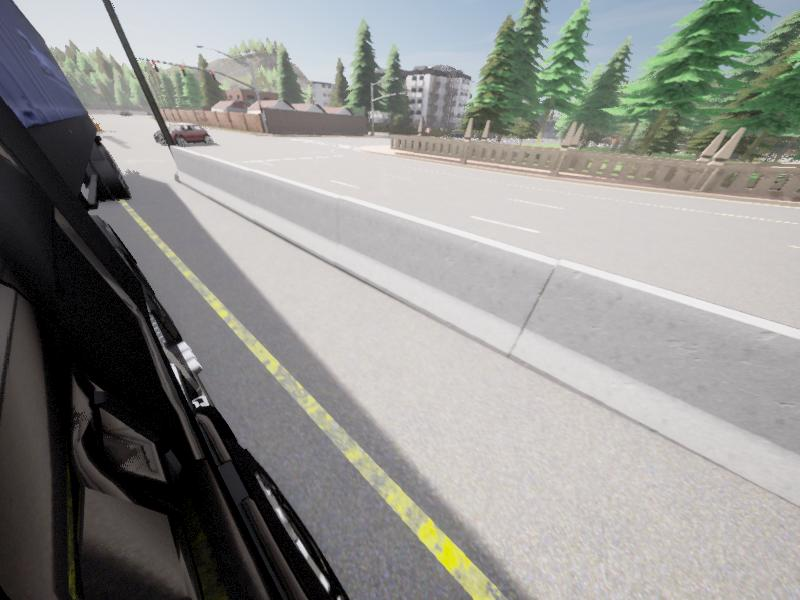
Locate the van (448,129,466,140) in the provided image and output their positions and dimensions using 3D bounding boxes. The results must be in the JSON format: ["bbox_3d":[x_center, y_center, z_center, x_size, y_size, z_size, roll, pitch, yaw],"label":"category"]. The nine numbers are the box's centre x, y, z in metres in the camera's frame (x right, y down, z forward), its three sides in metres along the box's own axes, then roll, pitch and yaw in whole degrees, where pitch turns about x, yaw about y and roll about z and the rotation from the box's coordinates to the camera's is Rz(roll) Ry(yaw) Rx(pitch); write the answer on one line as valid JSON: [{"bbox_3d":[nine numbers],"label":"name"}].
[{"bbox_3d":[14.643,-42.405,59.249,2.069,2.038,4.480,30,44,30],"label":"van"}]

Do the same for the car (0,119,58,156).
[{"bbox_3d":[-21.444,-9.180,12.953,4.181,1.385,1.994,28,44,29],"label":"car"}]

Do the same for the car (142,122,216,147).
[{"bbox_3d":[-18.073,-13.779,19.210,1.970,1.475,3.806,11,38,9],"label":"car"}]

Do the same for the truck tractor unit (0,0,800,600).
[{"bbox_3d":[-2.645,-0.295,0.352,6.516,4.208,3.053,28,44,30],"label":"truck tractor unit"}]

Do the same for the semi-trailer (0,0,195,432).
[{"bbox_3d":[-8.334,-3.867,4.502,2.717,4.402,14.254,-30,48,-36],"label":"semi-trailer"}]
